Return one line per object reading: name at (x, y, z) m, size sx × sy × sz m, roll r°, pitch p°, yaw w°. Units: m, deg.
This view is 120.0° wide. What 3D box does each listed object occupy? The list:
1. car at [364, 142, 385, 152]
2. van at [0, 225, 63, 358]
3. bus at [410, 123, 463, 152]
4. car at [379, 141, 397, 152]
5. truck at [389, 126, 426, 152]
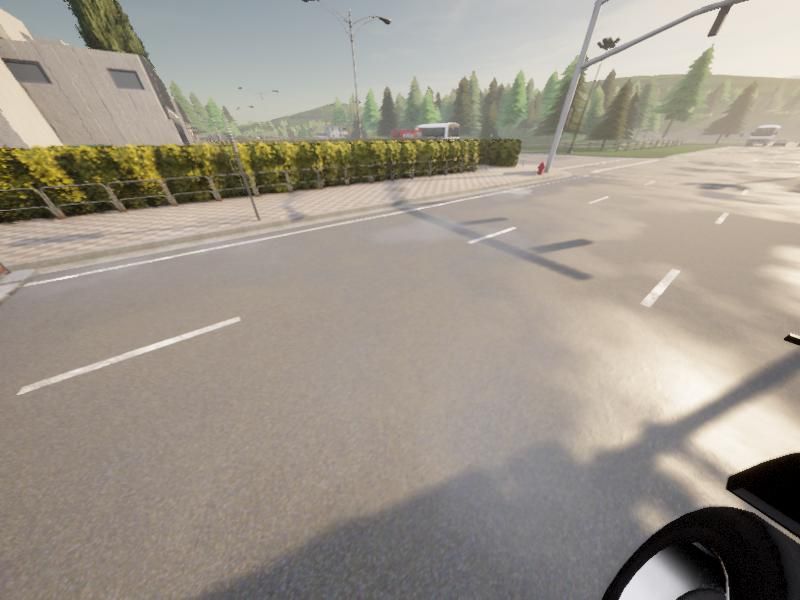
car at (-4.958, -29.207, 44.143) m, size 1.812 × 1.442 × 4.674 m, roll -22°, pitch 41°, yaw -28°
van at (-8.136, 0.411, 1.281) m, size 6.366 × 2.431 × 2.351 m, roll -22°, pitch 41°, yaw -28°
bus at (6.531, -31.335, 44.640) m, size 3.944 × 4.253 × 10.273 m, roll -22°, pitch 41°, yaw -28°
car at (-2.428, -30.723, 46.133) m, size 1.851 × 1.617 × 3.988 m, roll -22°, pitch 41°, yaw -28°
truck at (1.284, -32.093, 46.125) m, size 2.891 × 3.827 × 8.468 m, roll -22°, pitch 41°, yaw -28°
